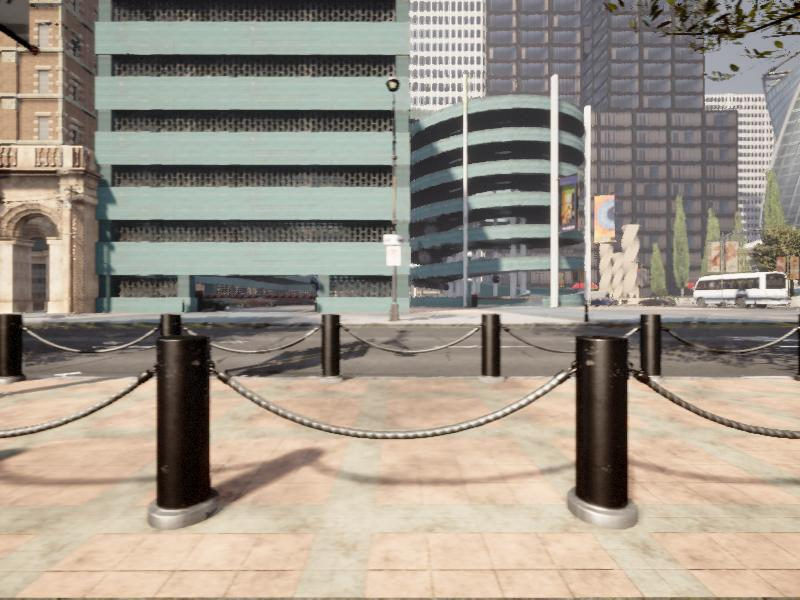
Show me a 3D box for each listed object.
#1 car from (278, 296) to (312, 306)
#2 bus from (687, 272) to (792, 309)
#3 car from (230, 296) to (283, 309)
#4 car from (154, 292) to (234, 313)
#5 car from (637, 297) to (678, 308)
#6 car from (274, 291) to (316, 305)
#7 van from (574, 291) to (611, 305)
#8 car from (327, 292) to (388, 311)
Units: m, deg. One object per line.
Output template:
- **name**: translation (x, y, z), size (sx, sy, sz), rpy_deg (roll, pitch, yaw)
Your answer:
- **car**: translation (-15.605, 0.164, 59.618), size (4.514, 1.523, 2.007), rpy_deg (0, 0, 0)
- **bus**: translation (42.640, -1.133, 50.970), size (3.944, 4.253, 10.273), rpy_deg (0, 0, -6)
- **car**: translation (-14.693, 0.206, 41.120), size (4.718, 1.301, 1.895), rpy_deg (0, 0, 0)
- **car**: translation (-15.095, 0.156, 29.519), size (4.786, 1.482, 2.161), rpy_deg (0, 0, 0)
- **car**: translation (40.054, 0.323, 62.428), size (2.152, 1.651, 5.027), rpy_deg (0, 0, -25)
- **car**: translation (-15.546, -0.228, 59.618), size (5.566, 2.045, 2.435), rpy_deg (0, 0, 0)
- **van**: translation (36.247, -0.298, 75.459), size (1.988, 2.561, 5.915), rpy_deg (0, 0, -43)
- **car**: translation (-3.509, 0.117, 33.650), size (4.902, 1.511, 2.128), rpy_deg (0, 0, 0)
